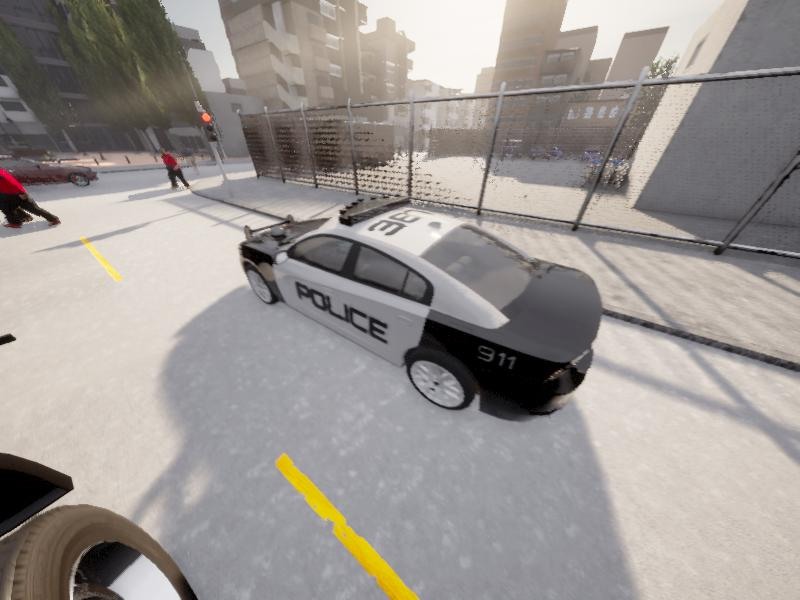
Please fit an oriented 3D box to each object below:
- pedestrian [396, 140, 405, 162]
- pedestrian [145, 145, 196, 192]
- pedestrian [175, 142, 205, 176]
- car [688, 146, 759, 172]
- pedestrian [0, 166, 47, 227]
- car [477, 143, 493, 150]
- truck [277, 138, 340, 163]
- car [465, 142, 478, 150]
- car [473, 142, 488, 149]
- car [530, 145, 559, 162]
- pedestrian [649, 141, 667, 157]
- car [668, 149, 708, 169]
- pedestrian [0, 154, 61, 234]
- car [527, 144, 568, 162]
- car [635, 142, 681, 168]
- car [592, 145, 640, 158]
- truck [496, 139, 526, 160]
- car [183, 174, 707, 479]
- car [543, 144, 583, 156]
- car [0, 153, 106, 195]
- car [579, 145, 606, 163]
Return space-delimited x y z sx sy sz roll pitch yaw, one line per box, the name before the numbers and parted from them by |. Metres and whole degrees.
pedestrian | 0.026 -15.339 23.834 0.751 1.860 0.751 10 36 14
pedestrian | -10.766 -6.201 10.946 0.751 1.860 0.751 1 35 1
pedestrian | -14.254 -9.583 15.710 0.751 1.860 0.751 26 43 32
car | 28.586 -12.732 20.680 2.242 1.667 4.611 22 41 28
pedestrian | -11.777 -3.179 6.650 0.751 1.860 0.751 10 36 13
car | 21.704 -39.039 58.647 2.033 1.411 5.357 22 41 28
truck | -10.129 -17.224 26.422 2.390 2.098 6.274 22 40 27
car | 18.833 -40.706 60.999 1.970 1.475 3.806 22 41 28
car | 23.089 -44.200 66.043 2.152 1.651 5.027 22 41 28
car | 17.445 -17.668 27.793 2.033 1.415 5.357 22 41 28
pedestrian | 37.522 -21.975 33.600 0.751 1.860 0.751 -11 37 -15
car | 26.487 -13.067 21.314 1.481 1.379 2.207 22 41 28
pedestrian | -10.519 -2.855 6.203 0.751 1.860 0.751 21 40 27
car | 17.541 -17.576 27.539 3.705 1.547 1.789 22 41 28
car | 25.204 -14.362 22.776 1.905 1.878 3.866 22 41 28
car | 31.753 -22.025 34.156 4.892 1.490 1.837 22 40 27
truck | 14.286 -19.315 29.557 2.069 2.038 4.478 22 41 28
car | -0.407 -0.536 3.242 5.238 1.638 1.930 22 40 27
car | 26.298 -24.276 37.282 4.902 1.511 2.128 21 40 27
car | -18.289 -6.126 11.171 1.812 1.442 4.674 22 41 28
car | 21.526 -16.359 25.868 1.845 1.501 3.633 22 41 28
